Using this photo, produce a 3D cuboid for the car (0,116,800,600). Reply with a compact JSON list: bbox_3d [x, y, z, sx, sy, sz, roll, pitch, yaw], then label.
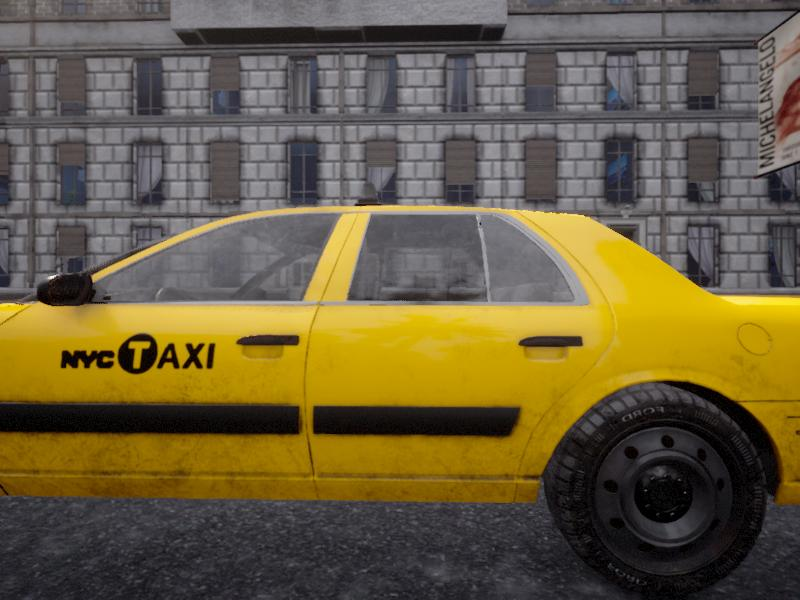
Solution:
[{"bbox_3d":[-0.442,0.200,2.215,5.366,1.575,1.801,0,0,1],"label":"car"}]
